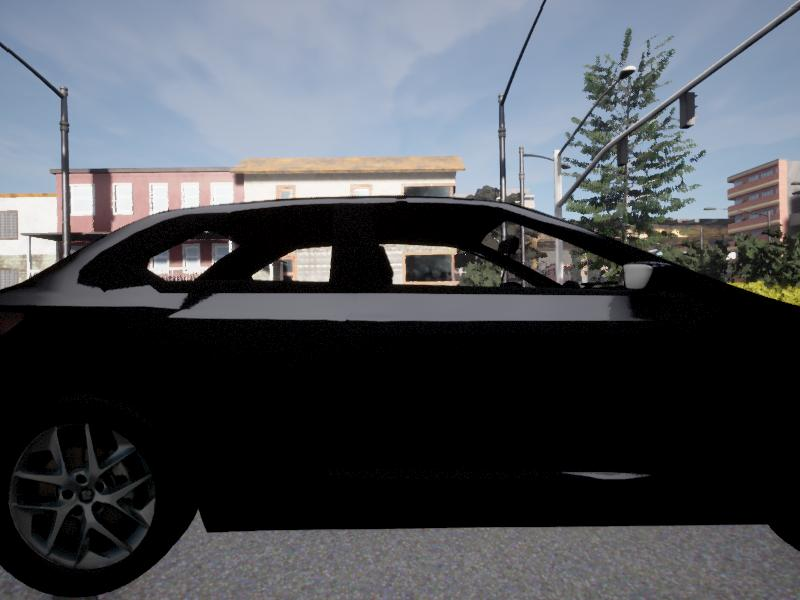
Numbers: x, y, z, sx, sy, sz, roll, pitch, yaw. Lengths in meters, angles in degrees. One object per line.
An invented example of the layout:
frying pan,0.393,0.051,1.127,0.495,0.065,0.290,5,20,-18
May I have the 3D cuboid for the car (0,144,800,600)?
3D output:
car,0.342,0.254,2.184,4.193,1.474,1.816,0,0,-1
